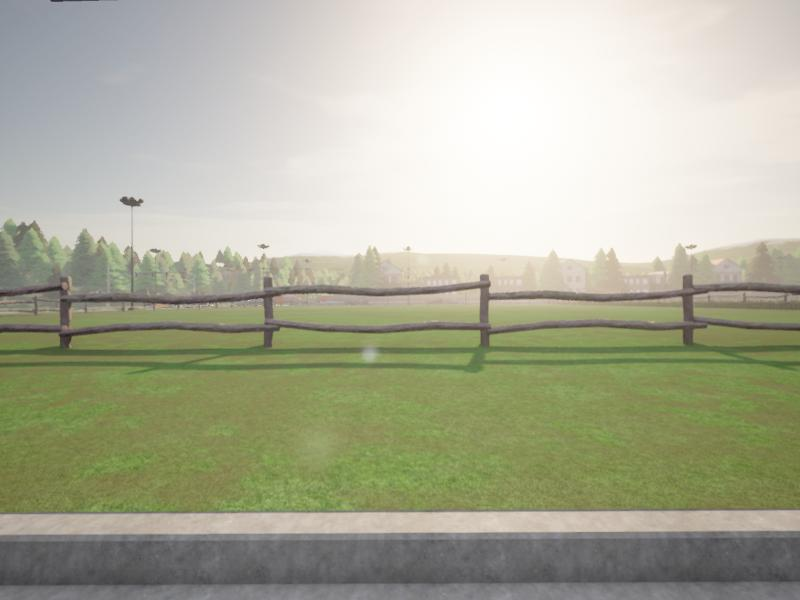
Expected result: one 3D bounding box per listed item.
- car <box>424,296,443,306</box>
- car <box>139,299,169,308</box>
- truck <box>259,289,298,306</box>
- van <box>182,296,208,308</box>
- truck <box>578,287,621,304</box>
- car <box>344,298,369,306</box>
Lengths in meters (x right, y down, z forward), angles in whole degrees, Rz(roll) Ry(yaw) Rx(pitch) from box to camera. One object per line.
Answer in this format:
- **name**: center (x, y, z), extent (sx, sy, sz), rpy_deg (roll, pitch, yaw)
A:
- **car**: center (7.000, 0.215, 84.976), extent (3.866, 1.878, 1.905), rpy_deg (0, 0, 0)
- **car**: center (-43.419, 0.635, 70.606), extent (1.882, 1.535, 5.008), rpy_deg (0, 0, 5)
- **truck**: center (-28.689, -0.539, 94.314), extent (8.468, 3.827, 2.891), rpy_deg (0, 0, -23)
- **van**: center (-36.326, 0.347, 71.051), extent (2.069, 2.038, 4.480), rpy_deg (0, 0, 5)
- **truck**: center (45.668, -0.970, 91.761), extent (8.468, 3.827, 2.891), rpy_deg (0, 0, 0)
- **car**: center (-9.611, 0.434, 88.570), extent (5.238, 1.638, 1.930), rpy_deg (0, 0, 0)
